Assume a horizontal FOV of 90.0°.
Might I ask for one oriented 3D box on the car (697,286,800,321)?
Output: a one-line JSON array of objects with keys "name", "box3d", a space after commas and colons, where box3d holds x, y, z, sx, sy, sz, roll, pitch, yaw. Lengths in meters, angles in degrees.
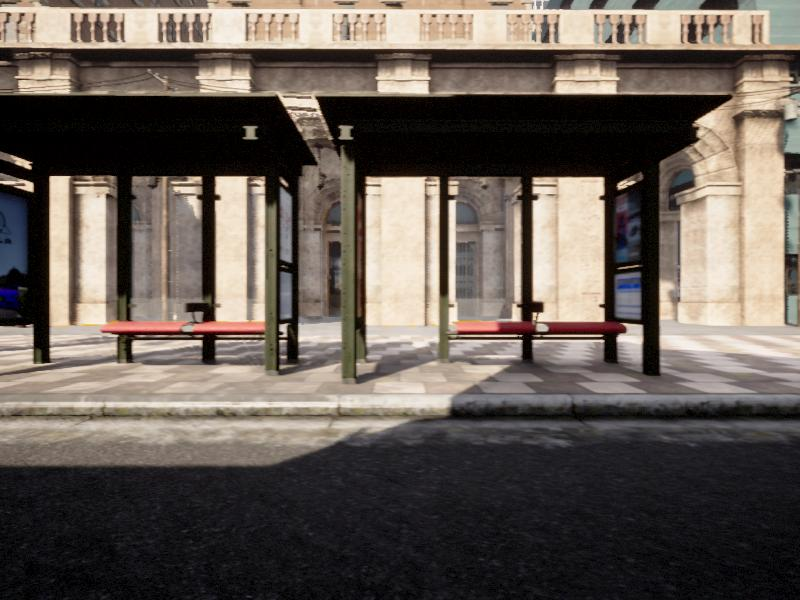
[{"name": "car", "box3d": [16.579, 0.159, 18.034, 4.786, 1.482, 2.161, 0, 0, 0]}]
